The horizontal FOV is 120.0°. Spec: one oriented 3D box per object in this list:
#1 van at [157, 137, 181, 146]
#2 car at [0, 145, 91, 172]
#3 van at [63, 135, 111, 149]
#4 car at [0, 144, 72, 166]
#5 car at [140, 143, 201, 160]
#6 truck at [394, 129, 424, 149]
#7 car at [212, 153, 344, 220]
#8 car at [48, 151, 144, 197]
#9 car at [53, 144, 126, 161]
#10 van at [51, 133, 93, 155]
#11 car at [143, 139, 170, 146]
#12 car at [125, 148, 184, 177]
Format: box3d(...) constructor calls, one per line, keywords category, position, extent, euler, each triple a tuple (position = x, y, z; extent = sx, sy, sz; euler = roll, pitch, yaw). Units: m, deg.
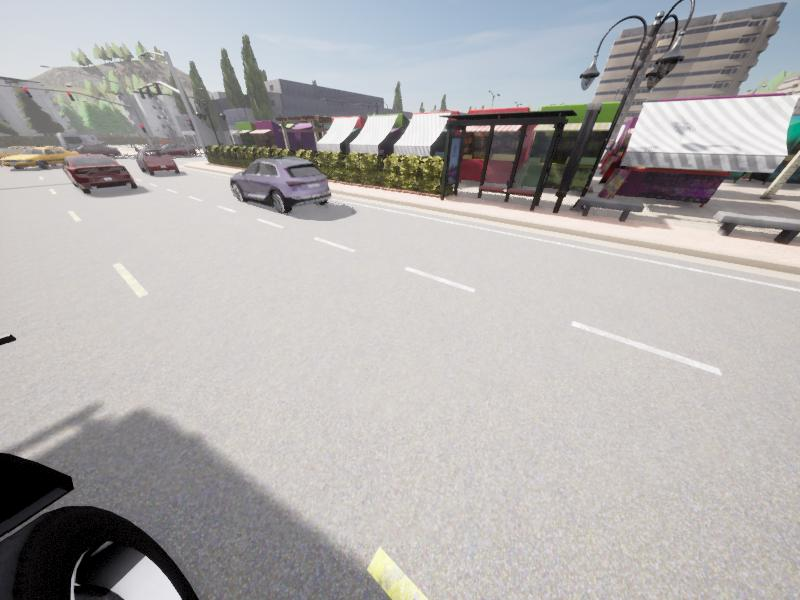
box3d(category="van", position=(-67.689, -46.519, 67.739), extent=(1.775, 1.987, 4.442), euler=(7, 36, 10))
box3d(category="car", position=(-29.695, -11.937, 19.280), extent=(1.801, 1.575, 5.366), euler=(-8, 36, -12))
box3d(category="van", position=(-66.344, -33.736, 49.220), extent=(2.351, 2.431, 6.366), euler=(-8, 36, -11))
box3d(category="car", position=(-35.339, -13.530, 21.502), extent=(1.801, 1.575, 5.366), euler=(24, 41, 29))
box3d(category="car", position=(-28.297, -18.519, 28.714), extent=(2.163, 1.488, 4.792), euler=(20, 40, 26))
box3d(category="truck", position=(2.303, -39.687, 56.919), extent=(2.891, 3.827, 8.468), euler=(23, 41, 29))
box3d(category="car", position=(-4.754, -4.599, 8.992), extent=(4.856, 1.649, 2.033), euler=(22, 41, 28))
box3d(category="car", position=(-15.543, -6.564, 11.787), extent=(5.008, 1.535, 1.882), euler=(23, 41, 28))
box3d(category="car", position=(-35.249, -16.889, 26.387), extent=(1.812, 1.442, 4.674), euler=(24, 41, 29))
box3d(category="van", position=(-48.472, -23.131, 34.168), extent=(5.915, 2.561, 1.988), euler=(21, 40, 27))
box3d(category="car", position=(-71.282, -46.154, 67.759), extent=(2.152, 1.651, 5.027), euler=(5, 36, 7))
box3d(category="car", position=(-17.698, -10.007, 16.665), extent=(3.633, 1.501, 1.845), euler=(25, 42, 31))
